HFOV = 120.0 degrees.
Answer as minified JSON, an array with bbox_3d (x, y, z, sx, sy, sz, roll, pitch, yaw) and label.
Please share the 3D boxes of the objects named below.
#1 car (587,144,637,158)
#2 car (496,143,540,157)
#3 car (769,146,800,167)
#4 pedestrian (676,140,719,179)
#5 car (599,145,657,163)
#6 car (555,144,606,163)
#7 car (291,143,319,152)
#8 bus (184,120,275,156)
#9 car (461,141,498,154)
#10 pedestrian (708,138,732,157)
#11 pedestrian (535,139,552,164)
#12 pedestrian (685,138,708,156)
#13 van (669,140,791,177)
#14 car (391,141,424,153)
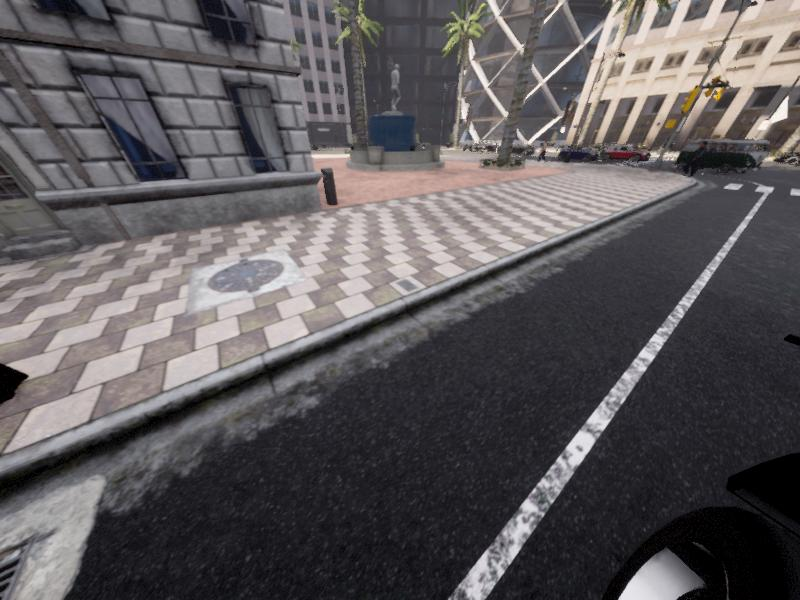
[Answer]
[{"bbox_3d":[27.673,-19.576,30.285,1.994,1.385,4.181,-22,41,-28],"label":"car"},{"bbox_3d":[16.403,-21.077,32.370,4.902,1.511,2.128,28,44,34],"label":"car"},{"bbox_3d":[36.613,-12.162,19.688,2.033,1.411,5.357,-22,41,-27],"label":"car"},{"bbox_3d":[17.411,-8.253,13.569,0.751,1.860,0.751,-28,44,-34],"label":"pedestrian"},{"bbox_3d":[23.954,-15.487,24.419,1.970,1.475,3.806,-23,41,-29],"label":"car"},{"bbox_3d":[19.308,-15.772,24.810,1.845,1.501,3.633,-24,41,-29],"label":"car"},{"bbox_3d":[-18.537,-29.899,45.312,4.718,1.301,1.895,-7,36,-9],"label":"car"},{"bbox_3d":[-26.214,-25.511,36.583,10.273,4.253,3.944,-17,38,-22],"label":"bus"},{"bbox_3d":[13.129,-25.285,38.248,5.238,1.638,1.930,22,41,28],"label":"car"},{"bbox_3d":[38.370,-18.353,27.743,0.751,1.860,0.751,16,39,22],"label":"pedestrian"},{"bbox_3d":[13.022,-13.476,21.006,0.751,1.860,0.751,11,37,16],"label":"pedestrian"},{"bbox_3d":[35.963,-18.576,28.076,0.751,1.860,0.751,16,38,21],"label":"pedestrian"},{"bbox_3d":[23.135,-10.305,16.637,1.775,1.987,4.442,-3,35,-4],"label":"van"},{"bbox_3d":[1.243,-26.089,39.471,5.238,1.638,1.930,7,36,11],"label":"car"}]
